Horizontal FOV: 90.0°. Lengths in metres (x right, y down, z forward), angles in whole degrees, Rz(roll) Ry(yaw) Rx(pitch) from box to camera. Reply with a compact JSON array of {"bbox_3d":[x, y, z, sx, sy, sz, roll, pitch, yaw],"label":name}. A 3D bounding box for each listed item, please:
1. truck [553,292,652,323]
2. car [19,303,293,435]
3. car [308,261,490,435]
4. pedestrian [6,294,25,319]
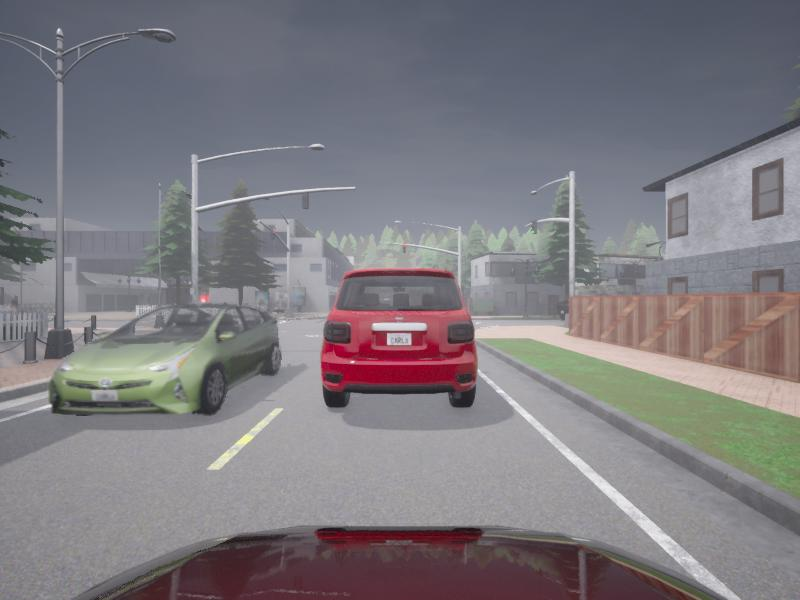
[{"bbox_3d":[14.789,0.523,29.358,6.274,2.098,2.390,0,0,-9],"label":"truck"},{"bbox_3d":[-3.476,0.828,6.959,2.007,1.525,4.514,0,0,0],"label":"car"},{"bbox_3d":[-0.013,0.568,7.496,2.150,2.045,5.566,0,0,0],"label":"car"},{"bbox_3d":[-29.773,0.500,30.964,0.751,1.860,0.751,0,0,-4],"label":"pedestrian"}]
